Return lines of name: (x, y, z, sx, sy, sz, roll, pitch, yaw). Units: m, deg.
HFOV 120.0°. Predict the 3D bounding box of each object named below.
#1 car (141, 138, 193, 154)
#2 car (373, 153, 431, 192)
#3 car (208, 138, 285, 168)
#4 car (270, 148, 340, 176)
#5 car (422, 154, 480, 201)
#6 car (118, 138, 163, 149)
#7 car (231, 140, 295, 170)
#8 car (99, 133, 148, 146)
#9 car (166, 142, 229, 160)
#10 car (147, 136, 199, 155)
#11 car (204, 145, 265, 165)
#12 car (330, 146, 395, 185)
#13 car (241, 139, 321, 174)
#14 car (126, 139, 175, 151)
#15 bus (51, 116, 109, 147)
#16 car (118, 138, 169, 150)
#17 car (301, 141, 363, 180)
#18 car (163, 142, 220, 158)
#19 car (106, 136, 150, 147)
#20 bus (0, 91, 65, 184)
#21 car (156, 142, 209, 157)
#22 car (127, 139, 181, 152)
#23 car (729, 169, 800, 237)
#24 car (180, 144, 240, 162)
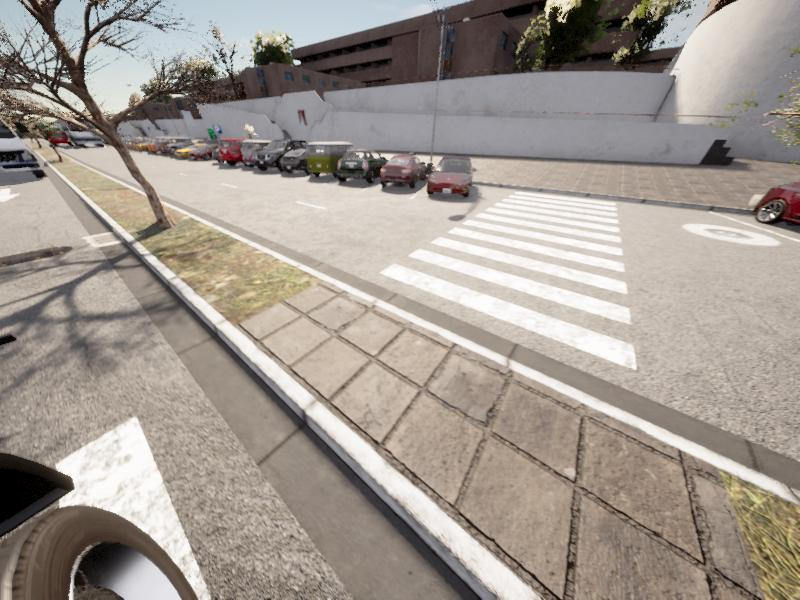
car: (-33.230, -22.167, 33.194, 2.185, 1.767, 4.553, 11, 36, 13)
car: (0.321, -7.414, 13.162, 2.002, 1.452, 4.674, 10, 36, 13)
car: (-14.040, -13.885, 21.694, 2.435, 2.045, 5.566, 10, 36, 13)
car: (-6.864, -10.551, 17.473, 2.231, 1.521, 4.892, 10, 36, 13)
car: (2.732, -6.366, 11.679, 2.163, 1.488, 4.792, 10, 36, 13)
car: (-45.201, -27.395, 40.413, 2.002, 1.452, 4.674, 11, 36, 13)
car: (-11.677, -12.747, 20.145, 1.878, 1.987, 4.442, 10, 36, 13)
car: (-54.765, -31.907, 45.970, 2.435, 2.045, 5.566, 10, 36, 13)
car: (-23.682, -17.742, 27.422, 1.946, 1.575, 5.366, 11, 36, 13)
car: (-30.844, -21.132, 31.639, 1.878, 1.987, 4.442, 11, 36, 13)
car: (-16.448, -14.668, 23.276, 2.002, 1.452, 4.674, 10, 36, 13)
car: (-2.079, -8.571, 14.491, 2.185, 1.767, 4.553, 10, 36, 13)
car: (-9.256, -11.780, 18.755, 2.435, 2.045, 5.566, 10, 36, 13)
car: (-40.403, -25.283, 37.592, 2.163, 1.488, 4.792, 11, 36, 13)
bus: (-58.663, -30.765, 42.366, 10.273, 4.253, 3.944, 24, 41, 29)
car: (-42.853, -26.263, 38.823, 1.946, 1.575, 5.366, 11, 36, 13)
car: (-4.432, -9.768, 15.996, 1.878, 1.987, 4.442, 10, 36, 13)
car: (-26.029, -18.886, 29.048, 2.163, 1.488, 4.792, 10, 36, 13)
car: (-52.370, -30.625, 44.669, 2.231, 1.521, 4.892, 11, 36, 13)
bus: (-26.000, -10.085, 14.249, 10.273, 4.253, 3.944, 23, 41, 29)
car: (-28.434, -19.919, 30.456, 2.002, 1.452, 4.674, 10, 36, 13)
car: (-38.064, -24.120, 35.983, 1.946, 1.575, 5.366, 11, 36, 13)
car: (12.373, -2.199, 5.863, 2.163, 1.488, 4.792, 10, 36, 13)
car: (-21.245, -16.750, 26.129, 2.163, 1.488, 4.792, 11, 36, 13)
